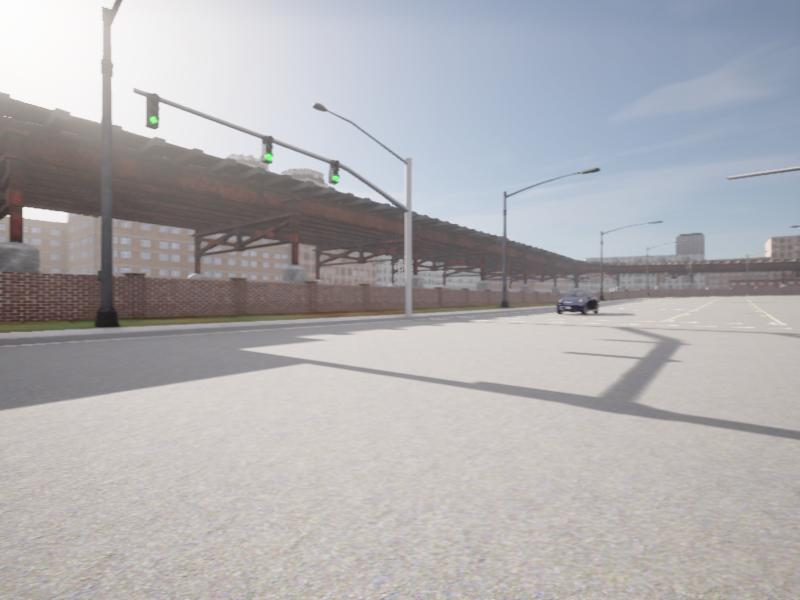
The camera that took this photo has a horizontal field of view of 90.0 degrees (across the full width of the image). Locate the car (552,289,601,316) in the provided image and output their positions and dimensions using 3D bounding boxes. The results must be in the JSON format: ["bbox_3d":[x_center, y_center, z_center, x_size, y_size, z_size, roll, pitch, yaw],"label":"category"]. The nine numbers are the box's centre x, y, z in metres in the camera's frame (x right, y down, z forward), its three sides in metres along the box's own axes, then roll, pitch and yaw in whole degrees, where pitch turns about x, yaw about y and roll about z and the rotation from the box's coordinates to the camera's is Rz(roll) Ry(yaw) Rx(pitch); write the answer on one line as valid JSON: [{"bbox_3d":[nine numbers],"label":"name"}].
[{"bbox_3d":[11.039,0.124,24.874,1.845,1.501,3.633,0,1,40],"label":"car"}]
